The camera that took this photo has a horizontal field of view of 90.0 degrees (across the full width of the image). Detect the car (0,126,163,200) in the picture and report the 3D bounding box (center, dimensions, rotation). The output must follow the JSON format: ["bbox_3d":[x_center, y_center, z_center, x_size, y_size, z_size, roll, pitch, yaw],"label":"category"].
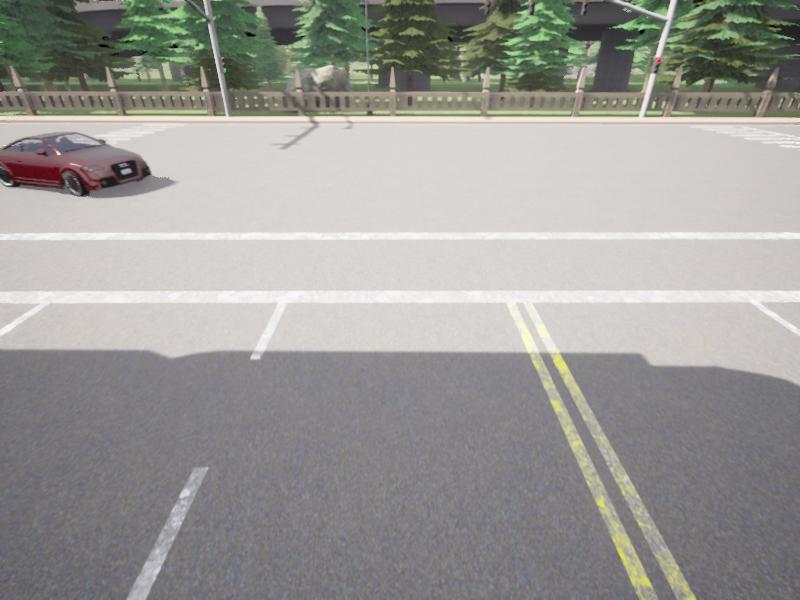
[{"bbox_3d":[-9.387,-3.979,11.348,4.181,1.385,1.994,9,32,14],"label":"car"}]
